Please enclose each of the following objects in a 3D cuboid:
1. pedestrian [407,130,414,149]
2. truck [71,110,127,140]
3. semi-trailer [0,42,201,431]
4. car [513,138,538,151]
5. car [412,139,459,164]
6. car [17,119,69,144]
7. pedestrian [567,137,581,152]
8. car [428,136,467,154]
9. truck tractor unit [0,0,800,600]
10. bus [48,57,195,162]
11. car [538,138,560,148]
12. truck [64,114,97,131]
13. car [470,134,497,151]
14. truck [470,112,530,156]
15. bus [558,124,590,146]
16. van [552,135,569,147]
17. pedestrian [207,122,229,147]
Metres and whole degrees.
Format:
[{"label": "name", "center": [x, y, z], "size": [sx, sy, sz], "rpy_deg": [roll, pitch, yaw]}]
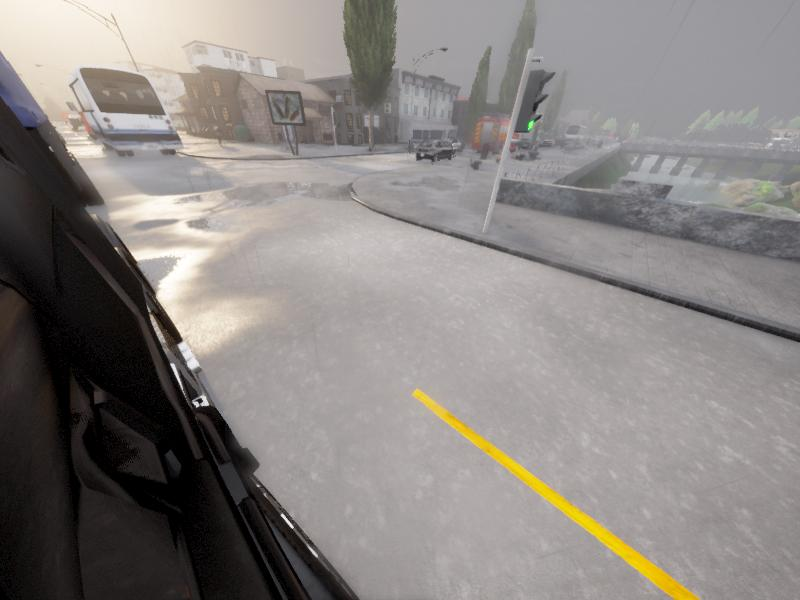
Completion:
[{"label": "pedestrian", "center": [1.289, -19.805, 28.491], "size": [0.751, 1.860, 0.751], "rpy_deg": [3, 37, 0]}, {"label": "truck", "center": [-34.138, -19.827, 26.213], "size": [5.204, 2.467, 2.627], "rpy_deg": [29, 44, 30]}, {"label": "semi-trailer", "center": [-8.690, -3.597, 4.256], "size": [14.254, 4.402, 2.717], "rpy_deg": [28, 44, 30]}, {"label": "car", "center": [19.777, -24.460, 36.330], "size": [1.816, 1.474, 4.193], "rpy_deg": [30, 45, 32]}, {"label": "car", "center": [3.030, -12.475, 19.297], "size": [1.816, 1.474, 4.193], "rpy_deg": [26, 43, 28]}, {"label": "car", "center": [-31.740, -15.015, 20.606], "size": [3.988, 1.617, 1.851], "rpy_deg": [27, 43, 29]}, {"label": "pedestrian", "center": [25.423, -22.684, 33.732], "size": [0.751, 1.860, 0.751], "rpy_deg": [-18, 41, -25]}, {"label": "car", "center": [5.650, -18.207, 27.084], "size": [2.038, 1.542, 4.974], "rpy_deg": [28, 44, 30]}, {"label": "truck tractor unit", "center": [-2.645, -0.295, 0.351], "size": [6.516, 4.208, 3.053], "rpy_deg": [28, 44, 30]}, {"label": "bus", "center": [-19.196, -12.610, 15.881], "size": [10.273, 4.253, 3.944], "rpy_deg": [28, 44, 30]}, {"label": "car", "center": [29.414, -30.993, 45.592], "size": [2.038, 1.542, 4.974], "rpy_deg": [29, 44, 31]}, {"label": "truck", "center": [-54.551, -30.335, 39.439], "size": [6.274, 2.098, 2.390], "rpy_deg": [28, 44, 30]}, {"label": "car", "center": [11.987, -22.708, 33.183], "size": [1.905, 1.878, 3.866], "rpy_deg": [28, 44, 30]}, {"label": "truck", "center": [12.365, -20.278, 28.327], "size": [2.891, 3.827, 8.468], "rpy_deg": [29, 44, 31]}, {"label": "bus", "center": [45.546, -43.047, 60.401], "size": [3.944, 4.253, 10.273], "rpy_deg": [28, 44, 30]}, {"label": "van", "center": [35.754, -35.427, 51.524], "size": [1.775, 1.987, 4.442], "rpy_deg": [28, 44, 30]}, {"label": "pedestrian", "center": [-16.859, -15.346, 21.464], "size": [0.751, 1.860, 0.751], "rpy_deg": [-2, 37, -6]}]
